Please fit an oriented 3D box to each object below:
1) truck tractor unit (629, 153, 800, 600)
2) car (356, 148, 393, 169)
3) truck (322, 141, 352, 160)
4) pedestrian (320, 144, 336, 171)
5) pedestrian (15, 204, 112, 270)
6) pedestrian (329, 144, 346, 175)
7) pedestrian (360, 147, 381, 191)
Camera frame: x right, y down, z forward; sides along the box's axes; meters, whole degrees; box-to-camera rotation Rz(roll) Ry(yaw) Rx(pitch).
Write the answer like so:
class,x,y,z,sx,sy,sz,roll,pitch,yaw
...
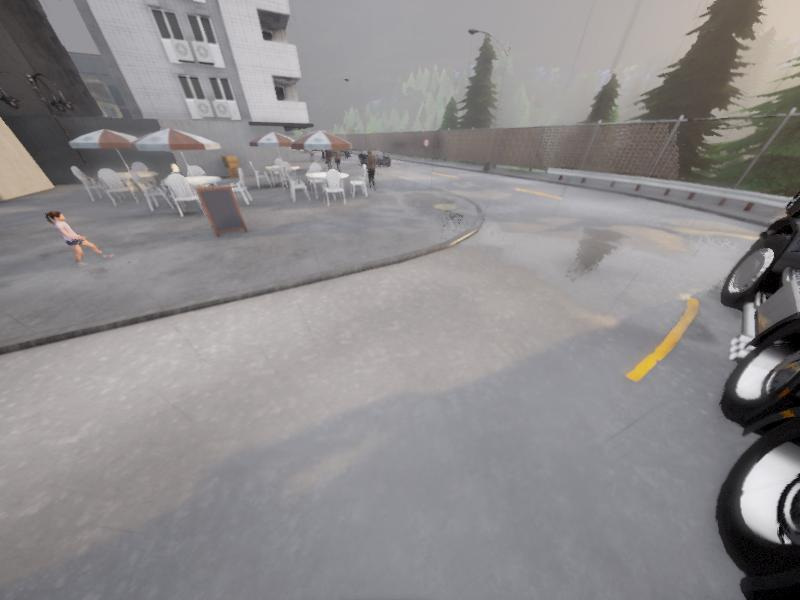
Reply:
class,x,y,z,sx,sy,sz,roll,pitch,yaw
truck tractor unit,4.907,-0.467,1.015,6.516,4.208,3.053,-26,43,-32
car,-2.630,-14.289,23.196,1.882,1.535,5.008,-16,38,-22
truck,-9.195,-21.699,33.315,2.390,2.098,6.274,-16,38,-22
pedestrian,-5.865,-11.632,18.840,0.751,1.860,0.751,-26,42,-32
pedestrian,-6.500,-1.235,4.546,0.500,1.100,0.500,-19,39,-25
pedestrian,-4.561,-10.281,16.909,0.751,1.860,0.751,-24,42,-31
pedestrian,-1.468,-6.583,11.613,0.751,1.860,0.751,-12,37,-18
